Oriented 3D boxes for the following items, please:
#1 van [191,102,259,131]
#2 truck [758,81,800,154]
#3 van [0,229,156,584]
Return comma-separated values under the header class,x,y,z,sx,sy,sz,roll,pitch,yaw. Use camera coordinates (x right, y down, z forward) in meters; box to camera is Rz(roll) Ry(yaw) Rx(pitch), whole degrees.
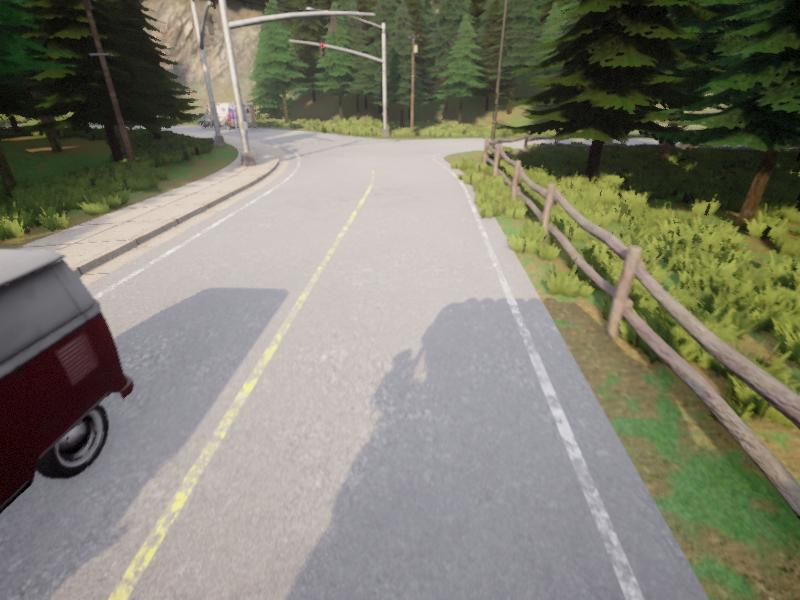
class,x,y,z,sx,sy,sz,roll,pitch,yaw
van,-17.587,-18.509,40.263,6.366,2.431,2.351,13,30,24
truck,26.650,-10.285,22.741,8.468,3.827,2.891,18,32,31
van,-3.705,1.257,2.037,1.775,1.987,4.442,1,27,3
